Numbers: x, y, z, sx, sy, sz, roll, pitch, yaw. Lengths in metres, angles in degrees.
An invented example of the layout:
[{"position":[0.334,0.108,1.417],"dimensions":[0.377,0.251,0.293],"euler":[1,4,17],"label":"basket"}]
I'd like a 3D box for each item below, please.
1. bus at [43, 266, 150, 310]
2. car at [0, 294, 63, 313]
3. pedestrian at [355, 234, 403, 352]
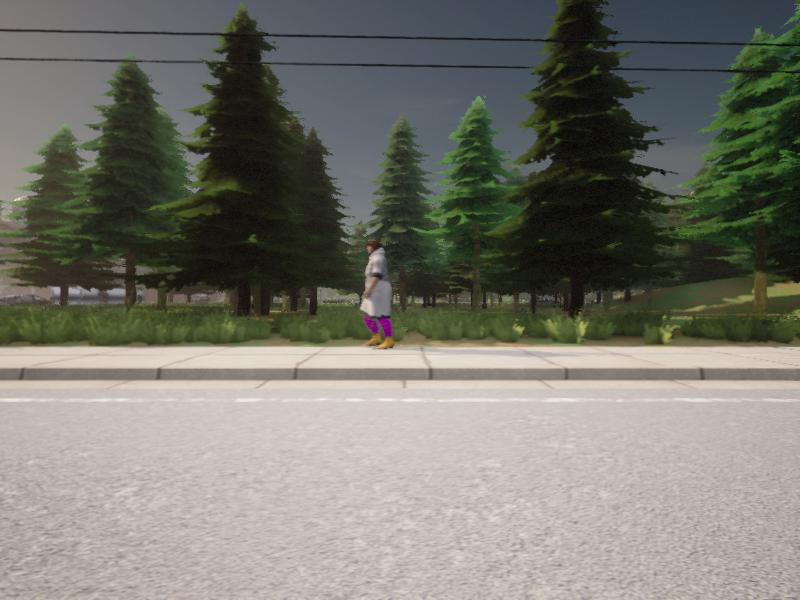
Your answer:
[{"position":[-32.334,-1.125,43.535],"dimensions":[3.944,4.253,10.273],"euler":[0,0,-1],"label":"bus"},{"position":[-32.018,0.260,34.360],"dimensions":[2.163,1.488,4.792],"euler":[0,0,-1],"label":"car"},{"position":[-0.377,-0.116,6.730],"dimensions":[0.751,1.860,0.751],"euler":[0,0,-8],"label":"pedestrian"}]
